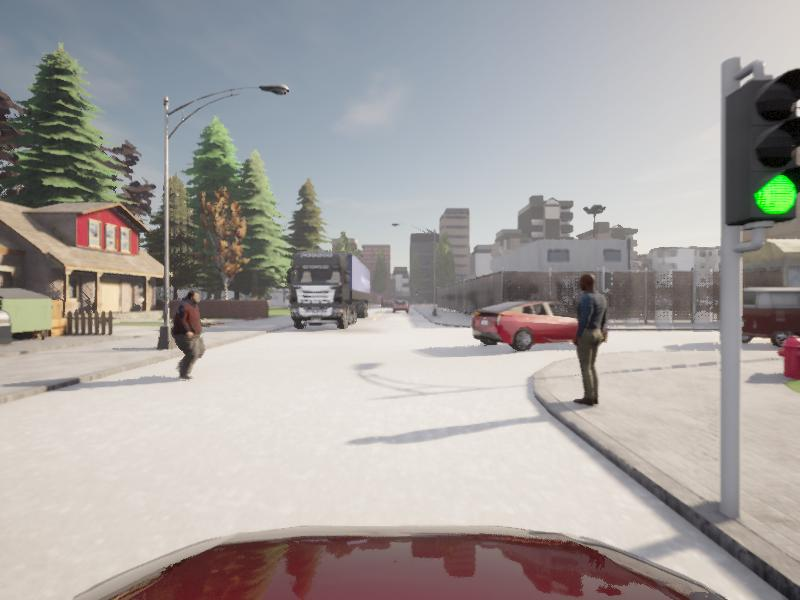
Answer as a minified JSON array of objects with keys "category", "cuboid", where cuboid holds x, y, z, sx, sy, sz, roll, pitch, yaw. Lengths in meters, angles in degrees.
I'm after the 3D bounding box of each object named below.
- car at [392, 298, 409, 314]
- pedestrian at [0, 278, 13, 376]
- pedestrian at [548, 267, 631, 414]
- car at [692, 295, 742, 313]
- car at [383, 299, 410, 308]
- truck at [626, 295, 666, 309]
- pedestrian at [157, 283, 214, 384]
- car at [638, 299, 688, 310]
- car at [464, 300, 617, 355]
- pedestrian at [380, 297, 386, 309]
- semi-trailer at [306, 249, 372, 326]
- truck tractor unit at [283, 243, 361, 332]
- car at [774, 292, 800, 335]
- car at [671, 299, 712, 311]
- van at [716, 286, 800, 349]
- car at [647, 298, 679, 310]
[{"category":"car","cuboid":[0.047,0.630,44.165,1.851,1.617,3.988,0,0,0]},{"category":"pedestrian","cuboid":[-7.911,0.506,7.443,0.751,1.860,0.751,0,0,-14]},{"category":"pedestrian","cuboid":[2.629,0.514,5.581,0.751,1.860,0.751,0,0,-29]},{"category":"car","cuboid":[34.383,0.430,43.431,3.866,1.878,1.905,0,0,0]},{"category":"car","cuboid":[-0.569,0.615,71.086,4.674,1.442,1.812,0,0,0]},{"category":"truck","cuboid":[35.069,0.301,57.187,4.478,2.038,2.069,0,0,0]},{"category":"pedestrian","cuboid":[-4.132,0.609,7.772,0.751,1.860,0.751,0,0,-7]},{"category":"car","cuboid":[34.903,0.627,53.228,5.357,1.415,2.033,0,0,0]},{"category":"car","cuboid":[4.557,0.782,13.030,4.514,1.525,2.007,0,0,-23]},{"category":"pedestrian","cuboid":[-2.671,0.414,62.407,0.751,1.860,0.751,0,0,-22]},{"category":"semi-trailer","cuboid":[-3.983,-0.726,30.033,2.717,4.402,14.254,0,0,0]},{"category":"truck tractor unit","cuboid":[-3.992,-0.598,22.120,3.053,4.208,6.516,0,0,0]},{"category":"car","cuboid":[19.482,0.590,17.374,4.605,1.855,1.932,0,0,2]},{"category":"car","cuboid":[35.313,0.582,48.548,3.633,1.501,1.845,0,0,0]},{"category":"van","cuboid":[13.588,0.550,13.489,4.442,1.987,1.775,0,0,-1]},{"category":"car","cuboid":[34.743,0.556,53.001,1.789,1.547,3.705,0,0,0]}]
